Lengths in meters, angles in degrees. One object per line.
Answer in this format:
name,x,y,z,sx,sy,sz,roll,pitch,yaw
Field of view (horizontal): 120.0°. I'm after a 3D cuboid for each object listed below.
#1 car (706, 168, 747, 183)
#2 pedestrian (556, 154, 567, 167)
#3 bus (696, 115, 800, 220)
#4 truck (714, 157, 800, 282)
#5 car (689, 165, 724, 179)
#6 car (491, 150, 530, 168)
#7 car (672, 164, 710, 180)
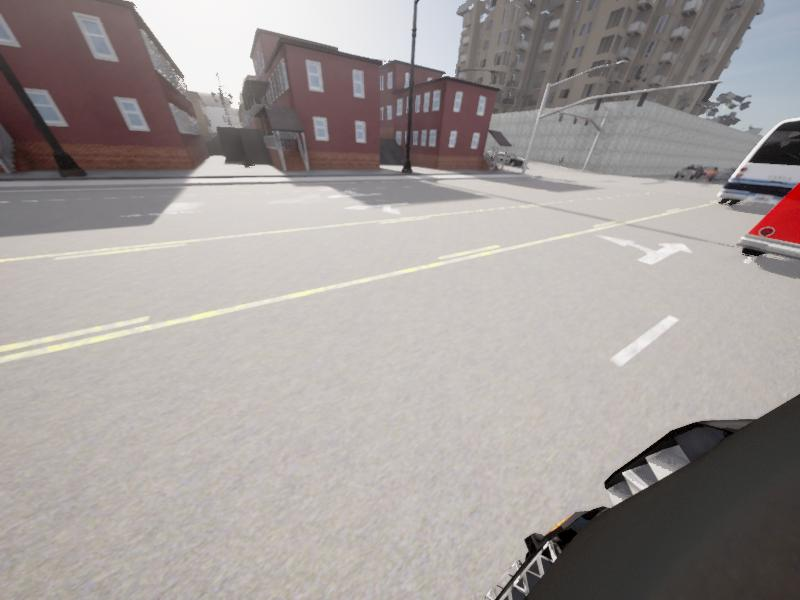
car,44.884,-17.151,31.758,4.856,1.649,2.033,-16,38,-26
pedestrian,27.098,-23.392,38.744,0.751,1.860,0.751,-15,38,-25
bus,23.625,-8.130,14.163,10.273,4.253,3.944,-19,40,-29
truck,11.695,-1.985,5.621,5.204,2.467,2.627,-12,36,-20
car,49.702,-20.783,37.453,4.553,1.767,2.097,-15,38,-26
car,17.200,-22.082,36.162,1.930,1.638,5.238,-16,43,-26
car,42.999,-18.950,34.106,4.605,1.855,1.932,-16,38,-26
